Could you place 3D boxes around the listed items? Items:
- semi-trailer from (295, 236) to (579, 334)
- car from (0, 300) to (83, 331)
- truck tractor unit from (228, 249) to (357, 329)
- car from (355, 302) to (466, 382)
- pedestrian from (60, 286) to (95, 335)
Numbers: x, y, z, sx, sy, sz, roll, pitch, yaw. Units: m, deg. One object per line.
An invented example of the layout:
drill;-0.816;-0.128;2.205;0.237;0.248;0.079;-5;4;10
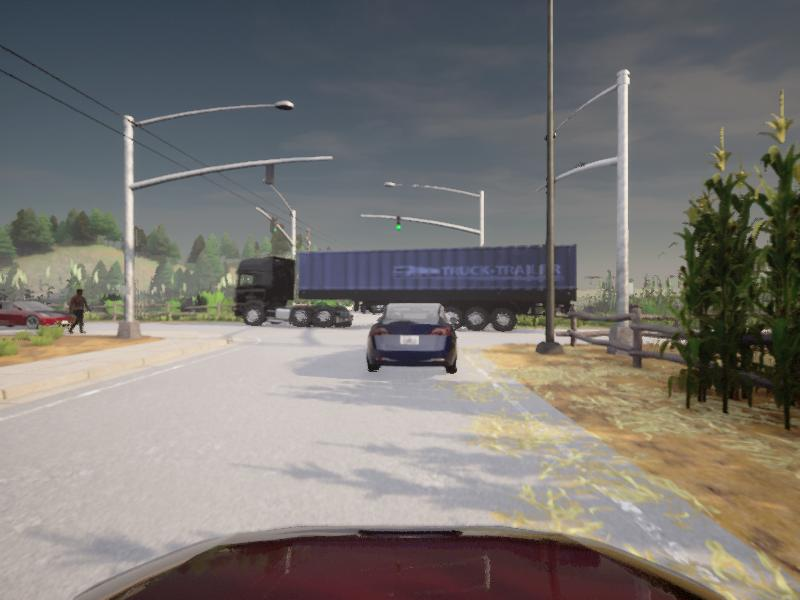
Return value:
semi-trailer;1.544;-0.679;21.171;14.254;4.402;2.717;0;0;16
car;-19.778;0.759;20.895;4.792;1.488;2.163;0;0;3
truck tractor unit;-6.100;-0.597;23.207;6.516;4.208;3.053;1;0;13
car;0.402;0.823;10.163;2.163;1.488;4.792;0;0;5
pedestrian;-12.525;0.407;15.569;0.751;1.860;0.751;0;0;13
